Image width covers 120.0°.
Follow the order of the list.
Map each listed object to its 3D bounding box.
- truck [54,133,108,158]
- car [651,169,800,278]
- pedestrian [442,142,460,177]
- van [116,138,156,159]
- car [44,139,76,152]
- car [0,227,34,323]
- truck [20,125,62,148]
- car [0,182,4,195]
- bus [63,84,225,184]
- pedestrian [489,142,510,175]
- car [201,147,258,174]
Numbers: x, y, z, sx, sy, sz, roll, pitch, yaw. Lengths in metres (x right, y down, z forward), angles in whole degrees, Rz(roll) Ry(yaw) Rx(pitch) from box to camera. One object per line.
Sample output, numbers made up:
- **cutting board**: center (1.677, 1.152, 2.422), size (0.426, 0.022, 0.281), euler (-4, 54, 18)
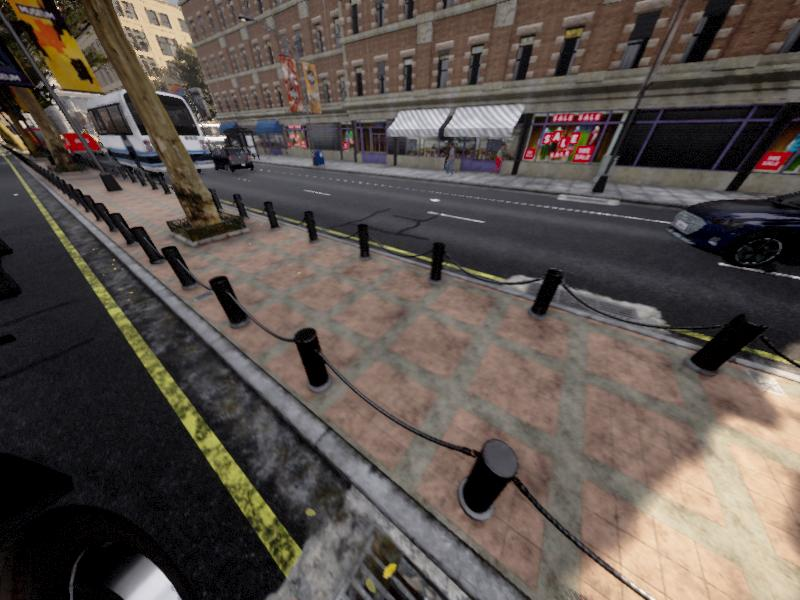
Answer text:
- **truck**: center (-40.743, -19.813, 29.539), size (5.204, 2.467, 2.627), euler (22, 41, 27)
- **car**: center (9.061, -1.460, 4.639), size (4.856, 1.649, 2.033), euler (15, 38, 20)
- **pedestrian**: center (3.218, -8.855, 14.571), size (0.751, 1.860, 0.751), euler (14, 38, 19)
- **van**: center (-32.823, -18.884, 28.699), size (4.442, 1.987, 1.775), euler (22, 41, 27)
- **car**: center (-58.494, -26.636, 39.755), size (4.611, 1.667, 2.242), euler (22, 41, 28)
- **car**: center (-8.313, -0.770, 3.609), size (4.974, 1.542, 2.038), euler (22, 40, 28)
- **truck**: center (-76.613, -34.820, 49.340), size (8.468, 3.827, 2.891), euler (22, 41, 28)
- **car**: center (-21.133, -5.876, 10.858), size (5.357, 1.411, 2.033), euler (22, 41, 28)
- **bus**: center (-17.384, -11.058, 15.762), size (10.273, 4.253, 3.944), euler (22, 41, 27)
- **pedestrian**: center (6.670, -9.484, 15.492), size (0.751, 1.860, 0.751), euler (20, 40, 26)
- **car**: center (-12.990, -10.714, 17.668), size (3.633, 1.501, 1.845), euler (22, 41, 28)
